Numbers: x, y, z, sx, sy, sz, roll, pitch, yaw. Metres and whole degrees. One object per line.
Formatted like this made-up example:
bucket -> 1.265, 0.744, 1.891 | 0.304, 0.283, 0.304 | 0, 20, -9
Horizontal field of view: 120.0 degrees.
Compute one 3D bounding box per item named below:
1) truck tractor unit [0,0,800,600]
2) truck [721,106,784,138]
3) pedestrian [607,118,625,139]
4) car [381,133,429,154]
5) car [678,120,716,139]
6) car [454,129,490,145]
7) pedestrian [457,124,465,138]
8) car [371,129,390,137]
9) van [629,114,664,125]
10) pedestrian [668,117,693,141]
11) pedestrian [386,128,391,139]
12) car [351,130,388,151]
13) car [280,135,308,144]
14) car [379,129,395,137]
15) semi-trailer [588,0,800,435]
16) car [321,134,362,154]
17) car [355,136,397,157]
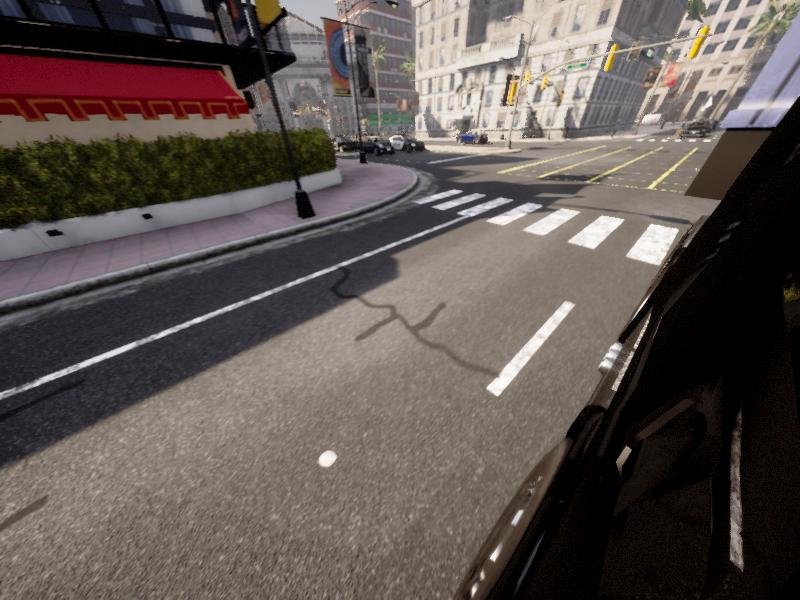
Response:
truck tractor unit -> 2.645, -0.295, 0.351 | 6.516, 4.208, 3.053 | -28, 44, -30
truck -> 37.145, -18.869, 24.537 | 5.204, 2.467, 2.627 | -29, 44, -31
pedestrian -> 24.923, -19.768, 26.629 | 0.751, 1.860, 0.751 | -31, 45, -32
car -> 0.448, -16.146, 23.769 | 2.038, 1.542, 4.974 | -29, 44, -31
car -> 33.490, -19.243, 26.044 | 4.892, 1.490, 1.837 | -29, 45, -31
car -> 9.176, -20.868, 29.590 | 1.970, 1.475, 3.806 | -29, 44, -31
pedestrian -> 10.567, -29.178, 39.934 | 0.751, 1.860, 0.751 | -27, 44, -29
car -> -5.485, -46.757, 64.701 | 4.974, 1.542, 2.038 | -28, 44, -30
van -> 73.139, -53.597, 68.642 | 2.351, 2.431, 6.366 | -29, 44, -30
pedestrian -> 28.302, -17.238, 23.331 | 0.751, 1.860, 0.751 | -24, 42, -26
pedestrian -> -2.530, -37.276, 51.680 | 0.751, 1.860, 0.751 | -28, 44, -30
car -> -3.661, -19.009, 27.513 | 1.932, 1.855, 4.605 | -29, 44, -31
car -> -21.951, -33.350, 47.950 | 4.674, 1.442, 1.812 | 3, 37, 8
car -> -3.511, -45.033, 62.351 | 3.988, 1.617, 1.851 | -28, 44, -30
semi-trailer -> 9.395, -3.001, 3.395 | 14.254, 4.402, 2.717 | -19, 40, -21
car -> -6.699, -17.728, 26.180 | 1.930, 1.638, 5.238 | -29, 44, -31
car -> -2.301, -14.750, 22.114 | 1.970, 1.475, 3.806 | -29, 44, -31
